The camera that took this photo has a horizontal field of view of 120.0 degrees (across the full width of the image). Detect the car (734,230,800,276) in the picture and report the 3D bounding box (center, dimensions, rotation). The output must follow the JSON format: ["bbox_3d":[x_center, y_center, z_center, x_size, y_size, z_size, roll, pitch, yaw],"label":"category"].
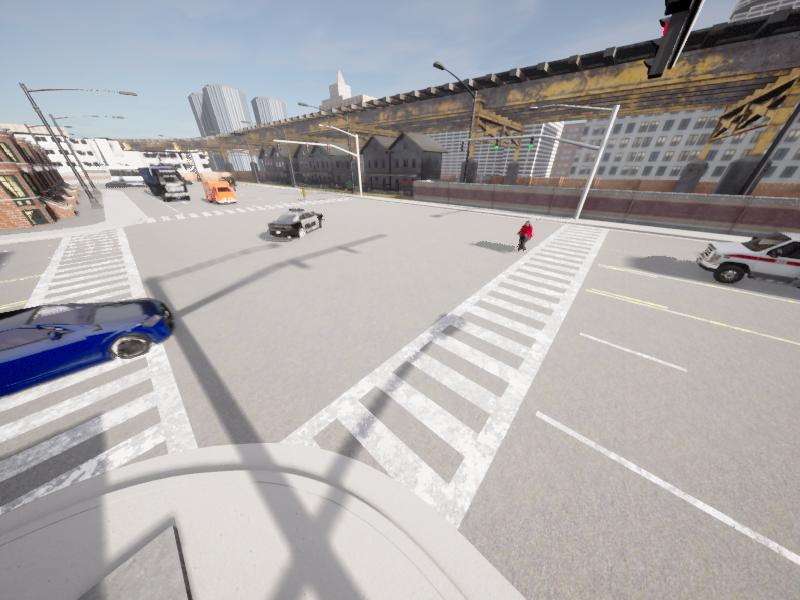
[{"bbox_3d":[19.105,-1.643,9.755,5.357,1.411,2.033,24,38,35],"label":"car"}]

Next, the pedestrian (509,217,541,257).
[{"bbox_3d":[6.537,-3.318,12.141,0.751,1.860,0.751,-15,33,-24],"label":"pedestrian"}]

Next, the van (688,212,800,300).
[{"bbox_3d":[15.664,-1.276,8.085,6.366,2.431,2.351,24,38,35],"label":"van"}]

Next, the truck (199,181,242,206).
[{"bbox_3d":[-23.099,-13.766,29.676,5.204,2.467,2.627,24,38,35],"label":"truck"}]

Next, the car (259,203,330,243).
[{"bbox_3d":[-7.138,-5.631,16.415,1.930,1.638,5.238,5,30,8],"label":"car"}]

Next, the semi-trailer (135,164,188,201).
[{"bbox_3d":[-37.449,-18.553,36.025,14.254,4.402,2.717,24,37,35],"label":"semi-trailer"}]

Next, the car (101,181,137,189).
[{"bbox_3d":[-61.695,-25.360,50.833,5.357,1.411,2.033,3,30,6],"label":"car"}]

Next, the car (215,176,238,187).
[{"bbox_3d":[-42.130,-28.772,56.089,5.566,2.045,2.150,21,36,32],"label":"car"}]

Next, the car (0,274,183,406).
[{"bbox_3d":[-8.152,0.910,5.358,4.181,1.385,1.994,-25,38,-37],"label":"car"}]

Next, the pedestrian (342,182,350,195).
[{"bbox_3d":[-8.603,-17.858,37.019,0.751,1.860,0.751,-24,38,-35],"label":"pedestrian"}]

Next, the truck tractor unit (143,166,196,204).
[{"bbox_3d":[-31.496,-15.860,31.557,6.516,4.208,3.053,24,38,35],"label":"truck tractor unit"}]

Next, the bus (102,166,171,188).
[{"bbox_3d":[-60.324,-28.392,53.233,10.273,4.253,3.944,3,29,5],"label":"bus"}]

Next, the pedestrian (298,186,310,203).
[{"bbox_3d":[-12.692,-13.945,30.546,0.751,1.860,0.751,19,35,29],"label":"pedestrian"}]
